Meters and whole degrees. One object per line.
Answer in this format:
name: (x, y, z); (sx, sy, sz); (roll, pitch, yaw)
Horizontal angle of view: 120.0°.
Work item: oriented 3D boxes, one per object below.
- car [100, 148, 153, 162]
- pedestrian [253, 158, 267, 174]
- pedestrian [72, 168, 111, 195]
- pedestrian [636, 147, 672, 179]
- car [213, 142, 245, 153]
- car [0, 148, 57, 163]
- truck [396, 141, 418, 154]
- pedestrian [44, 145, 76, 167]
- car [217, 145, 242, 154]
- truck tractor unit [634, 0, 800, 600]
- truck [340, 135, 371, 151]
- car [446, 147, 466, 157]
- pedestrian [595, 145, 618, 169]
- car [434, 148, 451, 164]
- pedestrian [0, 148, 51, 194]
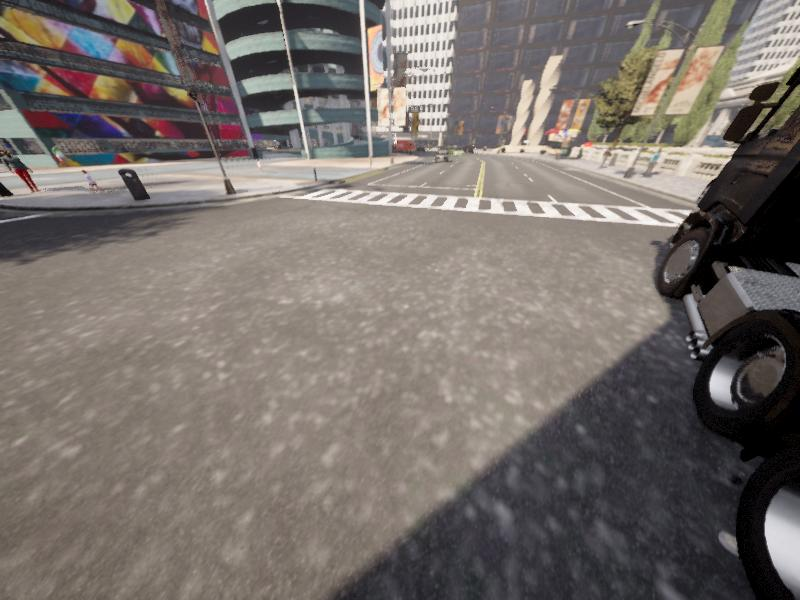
car: (-35.801, -19.056, 30.314); (4.902, 1.511, 2.128); (10, 36, 14)
pedestrian: (-11.022, -10.553, 18.188); (0.500, 1.100, 0.500); (16, 37, 21)
pedestrian: (-14.645, -5.631, 11.003); (0.500, 1.100, 0.500); (6, 35, 9)
pedestrian: (17.404, -9.420, 15.883); (0.751, 1.860, 0.751); (15, 37, 20)
car: (-39.596, -35.379, 53.520); (5.566, 2.045, 2.435); (10, 36, 14)
car: (-48.092, -18.740, 29.914); (4.786, 1.482, 2.161); (10, 36, 14)
truck: (1.634, -36.278, 54.832); (2.627, 2.467, 5.204); (-20, 39, -27)
pedestrian: (-33.898, -14.378, 23.080); (0.751, 1.860, 0.751); (1, 34, 1)
car: (-39.652, -35.066, 53.755); (4.514, 1.523, 2.007); (10, 36, 14)
truck tractor unit: (4.618, -0.620, 1.253); (3.053, 4.208, 6.516); (24, 41, 30)
truck: (-13.489, -48.126, 70.906); (8.468, 3.827, 2.891); (10, 36, 14)
car: (10.455, -27.768, 43.257); (2.007, 1.525, 4.514); (-5, 35, -7)
pedestrian: (19.294, -13.382, 21.666); (0.751, 1.860, 0.751); (9, 36, 13)
car: (5.750, -19.388, 30.994); (1.789, 1.549, 3.705); (8, 36, 12)
pedestrian: (-18.511, -6.266, 11.255); (0.751, 1.860, 0.751); (17, 38, 23)
